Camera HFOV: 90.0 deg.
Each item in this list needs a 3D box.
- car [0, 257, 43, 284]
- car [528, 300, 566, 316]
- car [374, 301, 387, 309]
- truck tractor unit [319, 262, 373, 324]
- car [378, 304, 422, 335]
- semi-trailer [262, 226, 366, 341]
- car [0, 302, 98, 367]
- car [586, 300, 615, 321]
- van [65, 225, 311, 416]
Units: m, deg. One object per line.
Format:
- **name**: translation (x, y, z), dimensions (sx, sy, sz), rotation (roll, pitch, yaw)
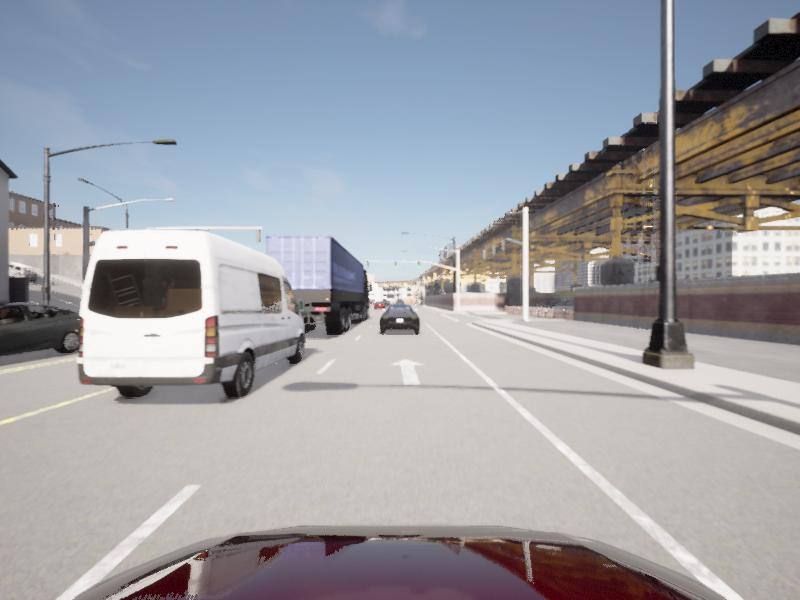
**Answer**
- **car**: translation (-37.794, -2.920, 39.075), dimensions (3.806, 1.475, 1.970), rotation (17, 0, -1)
- **car**: translation (15.927, 0.814, 43.209), dimensions (2.038, 1.542, 4.974), rotation (0, 0, 44)
- **car**: translation (-3.510, 0.881, 72.145), dimensions (2.163, 1.488, 4.792), rotation (0, 0, 0)
- **truck tractor unit**: translation (-3.851, -0.503, 30.310), dimensions (3.053, 4.208, 6.516), rotation (0, 0, 1)
- **car**: translation (-0.003, 0.916, 20.486), dimensions (1.994, 1.385, 4.181), rotation (0, 0, 0)
- **semi-trailer**: translation (-3.897, -0.608, 22.398), dimensions (2.717, 4.402, 14.254), rotation (0, 0, 0)
- **car**: translation (-10.502, 0.833, 10.335), dimensions (2.007, 1.525, 4.514), rotation (0, 0, 0)
- **car**: translation (16.729, 0.810, 33.234), dimensions (2.038, 1.542, 4.974), rotation (0, 0, 29)
- **van**: translation (-3.500, 0.321, 8.348), dimensions (1.988, 2.561, 5.915), rotation (0, -1, 0)
